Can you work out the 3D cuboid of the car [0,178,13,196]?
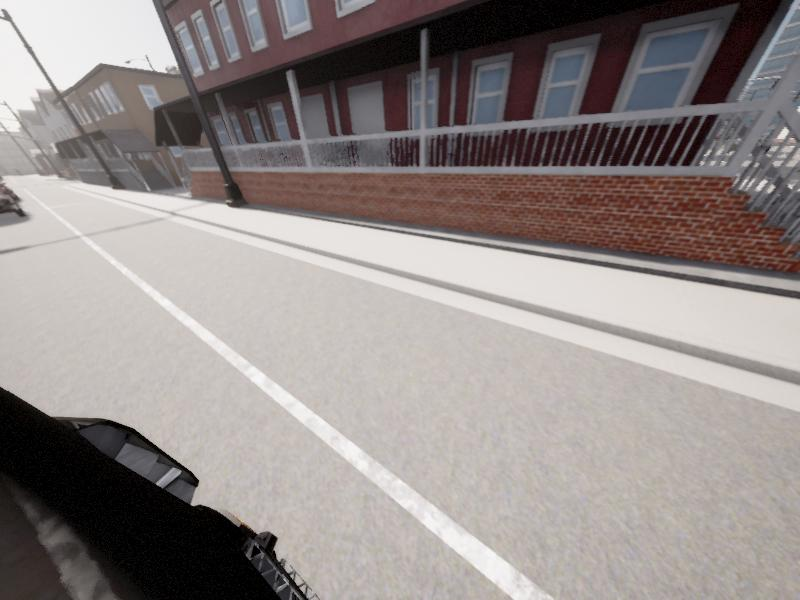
[{"bbox_3d":[-37.929,-10.425,21.182,4.514,1.525,2.007,19,39,29],"label":"car"}]

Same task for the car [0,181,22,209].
[{"bbox_3d":[-26.256,-6.647,14.595,3.633,1.501,1.845,18,39,29],"label":"car"}]

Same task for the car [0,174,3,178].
[{"bbox_3d":[-94.763,-29.188,53.779,5.366,1.575,1.801,18,39,29],"label":"car"}]

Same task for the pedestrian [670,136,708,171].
[{"bbox_3d":[18.627,-9.432,14.953,0.751,1.860,0.751,22,41,33],"label":"pedestrian"}]

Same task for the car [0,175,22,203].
[{"bbox_3d":[-31.223,-8.331,17.384,4.611,1.667,2.242,18,39,29],"label":"car"}]

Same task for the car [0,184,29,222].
[{"bbox_3d":[-20.992,-4.880,11.608,4.674,1.442,1.812,18,39,29],"label":"car"}]
